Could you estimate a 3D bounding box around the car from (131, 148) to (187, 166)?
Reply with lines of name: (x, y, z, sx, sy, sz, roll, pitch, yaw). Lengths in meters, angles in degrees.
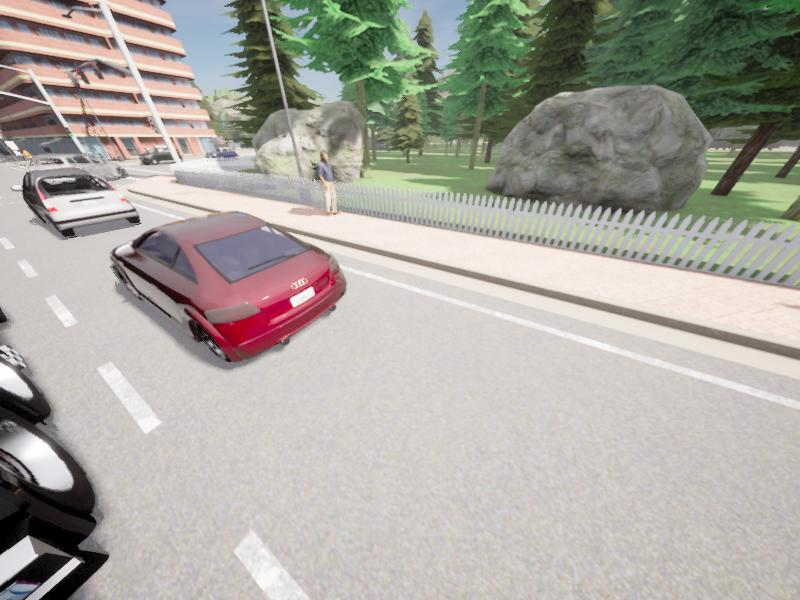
car: (-27.116, -16.276, 26.141, 1.789, 1.549, 3.705, 11, 36, 15)

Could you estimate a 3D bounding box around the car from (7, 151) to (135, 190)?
car: (-20.182, -8.342, 14.647, 2.242, 1.667, 4.611, -11, 36, -13)

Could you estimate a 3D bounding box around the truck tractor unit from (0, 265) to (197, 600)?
truck tractor unit: (-5.110, -0.302, 0.771, 6.516, 4.208, 3.053, 18, 39, 24)

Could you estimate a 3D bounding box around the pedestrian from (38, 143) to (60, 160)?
pedestrian: (-47.910, -20.261, 31.550, 0.751, 1.860, 0.751, 20, 40, 27)

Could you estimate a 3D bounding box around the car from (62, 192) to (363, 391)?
car: (-2.938, -0.662, 3.776, 4.181, 1.385, 1.994, 19, 39, 26)

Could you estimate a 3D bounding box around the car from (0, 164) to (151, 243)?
car: (-10.432, -3.271, 7.376, 3.988, 1.617, 1.851, 19, 39, 25)

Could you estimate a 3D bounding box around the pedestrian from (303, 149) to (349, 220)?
pedestrian: (-2.263, -3.618, 7.279, 0.751, 1.860, 0.751, 15, 38, 21)
